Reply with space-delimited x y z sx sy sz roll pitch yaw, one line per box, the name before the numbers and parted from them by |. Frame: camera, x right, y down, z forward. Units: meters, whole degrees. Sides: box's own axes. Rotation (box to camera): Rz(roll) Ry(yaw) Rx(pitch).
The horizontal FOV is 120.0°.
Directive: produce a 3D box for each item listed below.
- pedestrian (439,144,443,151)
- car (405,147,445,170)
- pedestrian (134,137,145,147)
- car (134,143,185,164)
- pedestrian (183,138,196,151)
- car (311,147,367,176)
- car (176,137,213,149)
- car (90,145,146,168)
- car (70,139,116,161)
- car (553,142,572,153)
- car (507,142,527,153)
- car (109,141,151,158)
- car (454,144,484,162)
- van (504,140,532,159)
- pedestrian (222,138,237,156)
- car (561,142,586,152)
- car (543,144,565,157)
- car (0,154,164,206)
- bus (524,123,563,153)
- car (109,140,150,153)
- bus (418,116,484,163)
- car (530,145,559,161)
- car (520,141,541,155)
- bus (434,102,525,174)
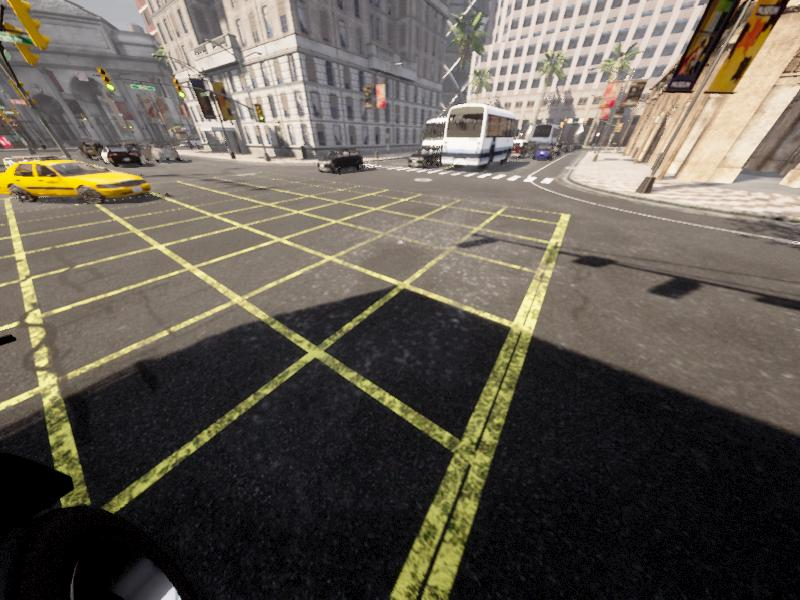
pedestrian | 7.990 -29.569 44.668 0.500 1.100 0.500 -29 45 -35
car | 2.255 -12.582 20.436 1.789 1.549 3.705 22 40 28
pedestrian | -57.966 -35.170 51.422 0.751 1.860 0.751 -13 37 -18
car | -25.423 -15.568 24.386 5.027 1.651 2.152 22 41 28
pedestrian | -35.000 -25.865 38.406 0.751 1.860 0.751 23 41 29
car | -4.478 -10.557 17.496 1.789 1.549 3.705 22 41 28
car | -45.755 -35.147 51.638 2.150 2.045 5.566 23 41 28
car | -25.754 -13.204 21.107 4.974 1.542 2.038 22 41 28
car | -34.668 -16.979 26.097 4.605 1.855 1.932 23 41 27
car | 31.456 -29.474 44.576 2.152 1.651 5.027 23 41 28
car | 22.257 -28.982 43.787 1.930 1.638 5.238 22 41 28
car | -34.624 -19.353 29.640 4.611 1.667 2.242 23 41 28
car | 8.182 -17.511 27.426 1.851 1.617 3.988 22 41 28
van | 16.219 -20.755 31.712 2.069 2.038 4.480 22 40 28
pedestrian | -22.121 -19.873 30.008 0.751 1.860 0.751 7 36 9
car | 37.894 -33.422 50.476 5.027 1.651 2.152 -21 40 -27
car | 23.963 -23.341 35.895 2.007 1.525 4.514 22 41 28
car | -13.439 -4.936 9.432 5.366 1.575 1.801 3 35 3
bus | 28.188 -31.511 45.149 3.944 4.253 10.273 23 40 28
car | -43.467 -24.789 37.303 2.033 1.649 4.856 -9 36 -14
bus | 6.723 -20.798 29.766 3.944 4.253 10.273 22 42 28
car | 18.766 -19.104 29.883 2.163 1.488 4.792 22 41 28
car | 21.295 -24.868 37.727 1.905 1.878 3.866 22 41 28
bus | 7.485 -14.588 20.985 3.944 4.253 10.273 22 41 28
